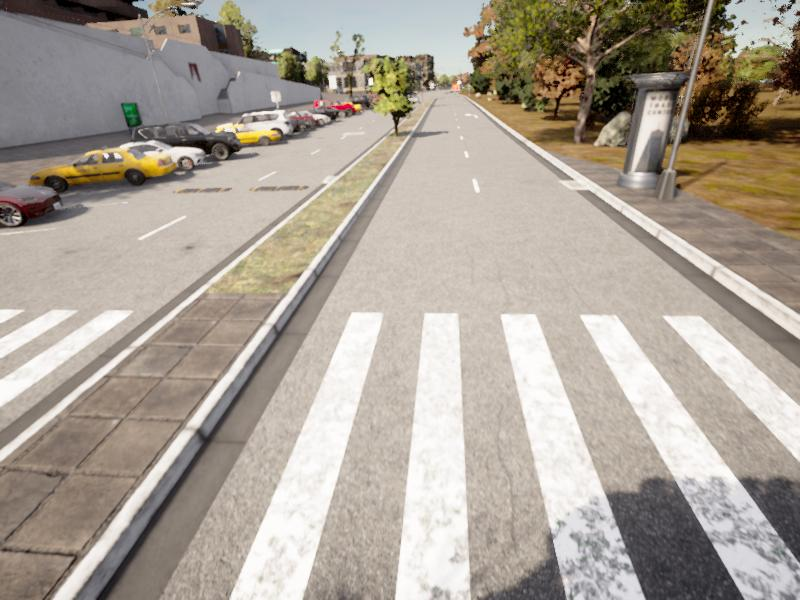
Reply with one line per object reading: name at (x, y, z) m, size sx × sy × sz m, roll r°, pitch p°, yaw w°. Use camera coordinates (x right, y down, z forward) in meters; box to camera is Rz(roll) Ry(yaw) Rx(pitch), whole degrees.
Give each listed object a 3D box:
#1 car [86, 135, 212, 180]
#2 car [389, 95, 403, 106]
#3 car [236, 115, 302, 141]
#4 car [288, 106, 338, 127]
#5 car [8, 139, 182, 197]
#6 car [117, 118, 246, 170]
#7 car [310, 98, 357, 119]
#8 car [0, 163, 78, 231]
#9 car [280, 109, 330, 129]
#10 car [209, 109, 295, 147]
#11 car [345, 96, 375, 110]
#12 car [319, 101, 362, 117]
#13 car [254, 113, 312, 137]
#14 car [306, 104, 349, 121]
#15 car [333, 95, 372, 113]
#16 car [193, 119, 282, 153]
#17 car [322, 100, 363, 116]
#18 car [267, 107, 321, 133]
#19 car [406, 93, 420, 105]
car at (-12.134, -7.090, 19.740) m, size 4.674 × 1.452 × 2.002 m, roll -10°, pitch 28°, yaw -11°
car at (-0.710, -37.141, 74.363) m, size 1.837 × 1.490 × 4.892 m, roll 0°, pitch 28°, yaw 6°
car at (-10.637, -14.171, 32.879) m, size 4.792 × 1.488 × 2.163 m, roll -10°, pitch 29°, yaw -11°
car at (-9.392, -19.940, 43.357) m, size 5.008 × 1.535 × 2.097 m, roll -10°, pitch 29°, yaw -11°
car at (-12.614, -5.690, 17.041) m, size 5.366 × 1.575 × 1.946 m, roll -10°, pitch 28°, yaw -11°
car at (-11.814, -8.759, 22.253) m, size 5.566 × 2.045 × 2.435 m, roll -10°, pitch 28°, yaw -11°
car at (-8.481, -24.487, 51.098) m, size 5.566 × 2.045 × 2.435 m, roll -10°, pitch 29°, yaw -11°
car at (-13.018, -2.901, 11.827) m, size 4.792 × 1.488 × 2.163 m, roll -10°, pitch 28°, yaw -11°
car at (-9.702, -18.467, 40.761) m, size 4.674 × 1.452 × 2.002 m, roll -10°, pitch 29°, yaw -11°
car at (-10.956, -12.995, 30.125) m, size 5.566 × 2.045 × 2.435 m, roll -10°, pitch 29°, yaw -11°
car at (-6.649, -32.962, 66.868) m, size 4.553 × 1.767 × 2.185 m, roll -10°, pitch 29°, yaw -11°
car at (-8.009, -25.732, 53.859) m, size 5.366 × 1.575 × 1.946 m, roll -10°, pitch 29°, yaw -11°
car at (-10.307, -15.598, 35.526) m, size 4.674 × 1.452 × 2.002 m, roll -10°, pitch 28°, yaw -11°
car at (-8.765, -22.801, 48.612) m, size 4.792 × 1.488 × 2.163 m, roll -10°, pitch 29°, yaw -11°
car at (-7.320, -30.206, 61.549) m, size 5.566 × 2.045 × 2.435 m, roll -10°, pitch 29°, yaw -11°
car at (-11.041, -11.393, 27.656) m, size 5.366 × 1.575 × 1.946 m, roll -10°, pitch 28°, yaw -11°
car at (-8.064, -27.099, 56.402) m, size 5.366 × 1.575 × 1.946 m, roll -10°, pitch 29°, yaw -11°
car at (-10.043, -17.173, 38.059) m, size 4.553 × 1.767 × 2.185 m, roll -10°, pitch 29°, yaw -11°
car at (2.490, -38.154, 75.905) m, size 2.242 × 1.667 × 4.611 m, roll 0°, pitch 28°, yaw 6°
